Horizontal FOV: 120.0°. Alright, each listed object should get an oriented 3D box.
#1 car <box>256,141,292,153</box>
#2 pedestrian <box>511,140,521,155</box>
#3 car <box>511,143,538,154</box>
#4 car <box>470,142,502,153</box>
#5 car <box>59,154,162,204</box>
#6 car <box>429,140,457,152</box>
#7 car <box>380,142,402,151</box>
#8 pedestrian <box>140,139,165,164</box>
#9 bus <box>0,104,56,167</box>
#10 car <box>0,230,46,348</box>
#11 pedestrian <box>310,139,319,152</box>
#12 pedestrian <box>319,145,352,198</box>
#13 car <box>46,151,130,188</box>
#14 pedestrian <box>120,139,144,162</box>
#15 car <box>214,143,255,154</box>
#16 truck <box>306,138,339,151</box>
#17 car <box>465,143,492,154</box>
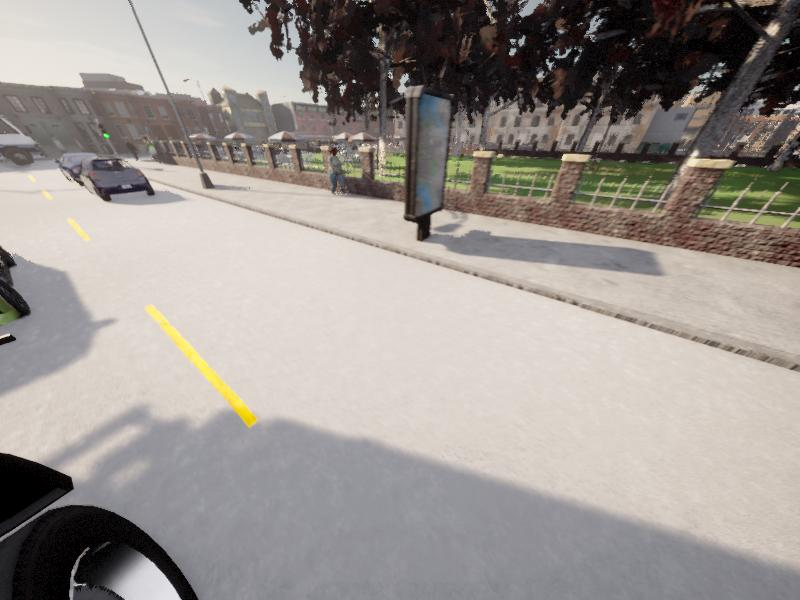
[{"bbox_3d":[-22.222,-27.172,40.925,1.882,1.535,5.008,22,41,28],"label":"car"},{"bbox_3d":[17.150,-22.544,34.212,0.751,1.860,0.751,28,43,33],"label":"pedestrian"},{"bbox_3d":[21.452,-26.167,39.896,3.633,1.501,1.845,22,40,28],"label":"car"},{"bbox_3d":[15.953,-28.380,43.006,4.902,1.511,2.128,22,41,28],"label":"car"},{"bbox_3d":[-12.795,-5.479,10.241,3.633,1.501,1.845,22,41,28],"label":"car"},{"bbox_3d":[7.982,-28.973,43.460,4.605,1.855,1.932,22,41,28],"label":"car"},{"bbox_3d":[-2.097,-35.342,53.141,4.514,1.525,2.007,14,37,19],"label":"car"},{"bbox_3d":[-22.388,-13.436,20.920,0.751,1.860,0.751,22,41,28],"label":"pedestrian"},{"bbox_3d":[-36.538,-12.581,17.748,3.944,4.253,10.273,22,41,28],"label":"bus"},{"bbox_3d":[-7.372,-0.454,3.164,4.514,1.525,2.007,22,41,28],"label":"car"},{"bbox_3d":[-14.036,-25.353,37.917,0.751,1.860,0.751,14,37,18],"label":"pedestrian"},{"bbox_3d":[-2.658,-5.361,9.656,0.751,1.860,0.751,22,41,28],"label":"pedestrian"},{"bbox_3d":[-17.924,-7.597,13.275,4.674,1.442,1.812,21,40,27],"label":"car"},{"bbox_3d":[-26.170,-14.640,22.593,0.751,1.860,0.751,26,42,31],"label":"pedestrian"},{"bbox_3d":[-26.038,-23.908,36.471,1.895,1.301,4.718,22,41,28],"label":"car"},{"bbox_3d":[-16.006,-32.526,48.105,2.390,2.098,6.274,22,41,28],"label":"truck"},{"bbox_3d":[13.705,-26.457,40.288,3.806,1.475,1.970,22,41,28],"label":"car"}]
